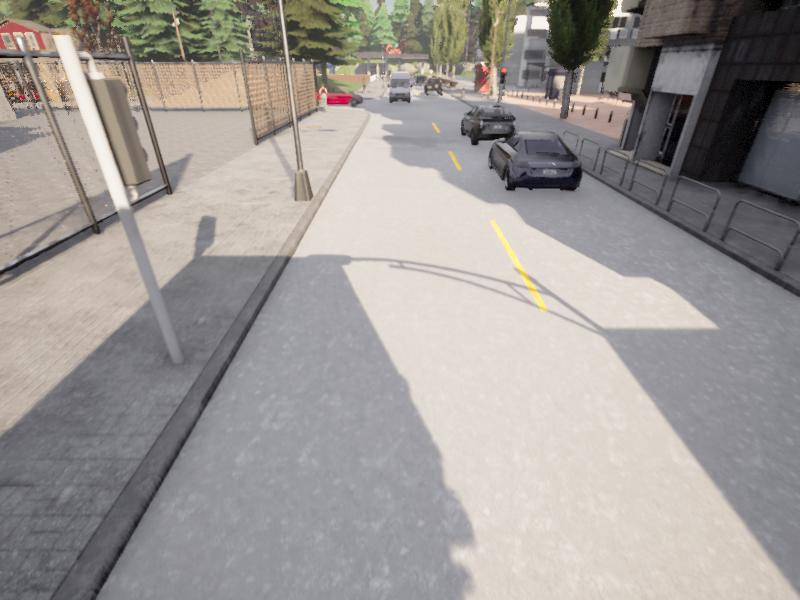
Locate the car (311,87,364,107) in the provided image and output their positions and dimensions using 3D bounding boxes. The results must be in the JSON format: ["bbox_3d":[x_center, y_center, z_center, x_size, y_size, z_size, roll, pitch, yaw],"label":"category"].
[{"bbox_3d":[-5.236,-17.344,34.156,4.193,1.474,1.816,-1,30,-2],"label":"car"}]

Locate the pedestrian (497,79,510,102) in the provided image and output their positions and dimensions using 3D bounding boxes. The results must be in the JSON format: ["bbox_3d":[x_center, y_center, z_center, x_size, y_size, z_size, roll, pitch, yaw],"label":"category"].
[{"bbox_3d":[9.450,-19.216,36.722,0.751,1.860,0.751,-2,30,-4],"label":"pedestrian"}]

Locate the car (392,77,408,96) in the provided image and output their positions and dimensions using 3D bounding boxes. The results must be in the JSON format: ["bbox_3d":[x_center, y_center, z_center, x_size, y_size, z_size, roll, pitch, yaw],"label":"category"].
[{"bbox_3d":[0.004,-25.570,47.801,1.905,1.878,3.866,0,30,0],"label":"car"}]

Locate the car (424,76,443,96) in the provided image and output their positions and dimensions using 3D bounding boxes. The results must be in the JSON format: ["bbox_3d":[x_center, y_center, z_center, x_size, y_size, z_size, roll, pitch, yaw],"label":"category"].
[{"bbox_3d":[4.020,-26.107,48.736,1.932,1.855,4.605,0,31,0],"label":"car"}]

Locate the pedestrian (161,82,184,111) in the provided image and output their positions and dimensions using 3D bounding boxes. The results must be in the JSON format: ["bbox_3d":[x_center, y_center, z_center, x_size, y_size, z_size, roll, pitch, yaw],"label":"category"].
[{"bbox_3d":[-16.732,-14.963,29.432,0.751,1.860,0.751,0,30,0],"label":"pedestrian"}]

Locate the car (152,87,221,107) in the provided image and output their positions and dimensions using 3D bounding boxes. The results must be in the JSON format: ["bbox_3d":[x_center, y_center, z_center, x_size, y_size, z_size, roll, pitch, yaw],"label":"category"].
[{"bbox_3d":[-18.111,-17.289,34.088,4.674,1.442,1.812,0,30,0],"label":"car"}]

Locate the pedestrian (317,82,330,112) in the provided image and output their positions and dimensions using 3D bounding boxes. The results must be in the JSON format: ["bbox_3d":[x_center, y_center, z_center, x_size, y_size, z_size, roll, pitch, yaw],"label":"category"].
[{"bbox_3d":[-5.499,-14.606,28.827,0.751,1.860,0.751,-4,31,-7],"label":"pedestrian"}]

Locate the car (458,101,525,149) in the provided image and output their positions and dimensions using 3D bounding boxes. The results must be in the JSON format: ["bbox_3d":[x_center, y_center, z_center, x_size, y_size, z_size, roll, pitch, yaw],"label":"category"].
[{"bbox_3d":[4.025,-8.145,18.396,2.007,1.525,4.514,0,30,0],"label":"car"}]

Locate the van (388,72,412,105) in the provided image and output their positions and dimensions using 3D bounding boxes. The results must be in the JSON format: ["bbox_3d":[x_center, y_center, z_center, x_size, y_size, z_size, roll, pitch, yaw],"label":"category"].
[{"bbox_3d":[0.002,-19.890,37.456,1.988,2.561,5.915,0,30,0],"label":"van"}]

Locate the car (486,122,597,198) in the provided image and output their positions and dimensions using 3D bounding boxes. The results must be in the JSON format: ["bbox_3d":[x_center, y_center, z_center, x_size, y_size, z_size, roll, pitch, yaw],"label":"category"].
[{"bbox_3d":[3.976,-4.373,12.109,1.994,1.385,4.181,1,30,2],"label":"car"}]

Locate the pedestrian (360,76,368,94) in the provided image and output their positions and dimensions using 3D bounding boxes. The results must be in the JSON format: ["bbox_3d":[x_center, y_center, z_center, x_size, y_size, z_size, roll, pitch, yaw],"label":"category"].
[{"bbox_3d":[-4.254,-25.458,47.383,0.751,1.860,0.751,-12,32,-19],"label":"pedestrian"}]

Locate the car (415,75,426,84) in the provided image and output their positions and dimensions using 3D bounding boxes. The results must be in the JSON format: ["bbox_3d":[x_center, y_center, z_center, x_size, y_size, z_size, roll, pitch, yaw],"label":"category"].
[{"bbox_3d":[4.045,-43.589,78.968,1.837,1.490,4.892,0,30,0],"label":"car"}]

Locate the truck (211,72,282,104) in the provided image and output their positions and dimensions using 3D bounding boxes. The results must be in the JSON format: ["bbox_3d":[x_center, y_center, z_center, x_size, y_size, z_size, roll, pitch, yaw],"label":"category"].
[{"bbox_3d":[-14.106,-19.732,37.221,5.204,2.467,2.627,-1,30,1],"label":"truck"}]
